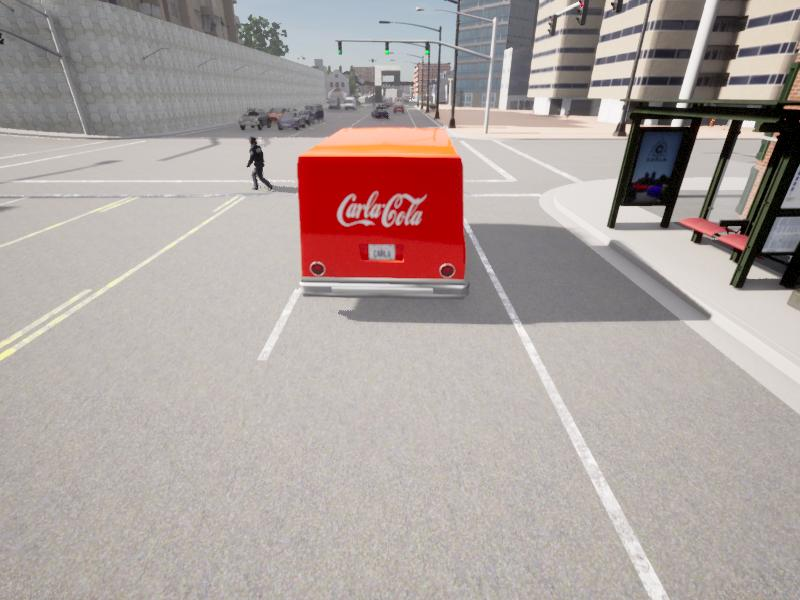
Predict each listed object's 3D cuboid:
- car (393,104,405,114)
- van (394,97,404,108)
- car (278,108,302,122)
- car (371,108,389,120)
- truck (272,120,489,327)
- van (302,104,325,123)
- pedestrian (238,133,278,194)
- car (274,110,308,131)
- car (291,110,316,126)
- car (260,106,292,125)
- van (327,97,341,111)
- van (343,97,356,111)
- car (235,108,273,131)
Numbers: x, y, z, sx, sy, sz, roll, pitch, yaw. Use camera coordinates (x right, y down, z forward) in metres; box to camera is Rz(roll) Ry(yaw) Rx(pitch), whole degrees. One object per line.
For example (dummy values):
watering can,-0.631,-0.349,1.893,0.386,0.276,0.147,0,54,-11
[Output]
car,-0.168,-34.252,71.768,2.007,1.525,4.514,0,27,0
van,-0.238,-50.526,102.399,2.351,2.431,6.366,0,27,0
car,-14.119,-23.887,51.549,1.816,1.474,4.193,0,27,0
car,-2.805,-25.882,55.632,1.895,1.301,4.718,-5,28,-10
truck,-0.148,-1.927,7.697,2.627,2.467,5.204,1,28,2
van,-10.614,-23.046,49.348,1.775,1.987,4.442,0,27,0
pedestrian,-4.777,-4.614,13.523,0.751,1.860,0.751,4,27,8
car,-10.592,-17.648,39.229,2.033,1.649,4.856,0,27,0
car,-10.605,-20.252,44.408,1.845,1.501,3.633,0,27,0
car,-14.107,-21.154,45.875,2.097,1.767,4.553,0,27,0
van,-14.207,-42.335,86.281,1.988,2.561,5.915,0,27,0
van,-10.705,-42.040,85.705,1.988,2.561,5.915,0,27,0
car,-14.092,-17.670,38.995,1.932,1.855,4.605,0,27,0
